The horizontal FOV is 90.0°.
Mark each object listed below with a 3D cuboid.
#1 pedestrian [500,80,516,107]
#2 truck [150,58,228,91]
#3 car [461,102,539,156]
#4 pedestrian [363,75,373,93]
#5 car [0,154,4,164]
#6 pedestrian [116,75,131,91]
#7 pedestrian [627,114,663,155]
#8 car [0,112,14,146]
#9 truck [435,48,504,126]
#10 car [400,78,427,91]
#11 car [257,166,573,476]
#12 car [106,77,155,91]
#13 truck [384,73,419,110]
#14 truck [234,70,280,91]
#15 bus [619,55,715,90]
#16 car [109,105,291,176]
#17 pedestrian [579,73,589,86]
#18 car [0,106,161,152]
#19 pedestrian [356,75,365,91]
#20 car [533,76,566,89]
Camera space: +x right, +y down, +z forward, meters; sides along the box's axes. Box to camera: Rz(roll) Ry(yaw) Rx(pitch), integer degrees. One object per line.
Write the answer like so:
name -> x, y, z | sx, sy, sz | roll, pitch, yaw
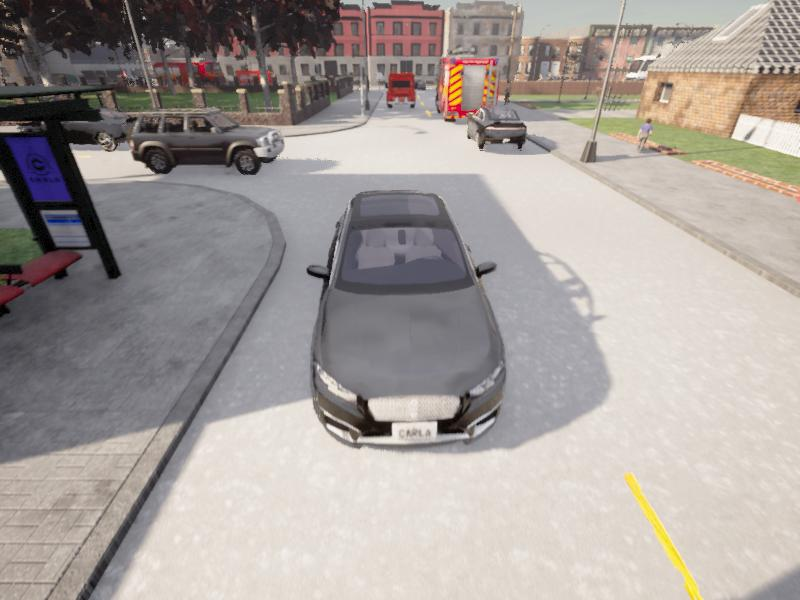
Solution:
pedestrian -> 8.614, -16.484, 31.977 | 0.751, 1.860, 0.751 | -14, 33, -23
truck -> -28.886, -31.085, 55.167 | 8.468, 3.827, 2.891 | 0, 30, 0
car -> 4.060, -7.492, 17.250 | 2.128, 1.511, 4.902 | 0, 30, 0
pedestrian -> -3.819, -25.796, 47.848 | 0.751, 1.860, 0.751 | 25, 38, 35
car -> -16.677, -5.122, 13.222 | 4.892, 1.490, 1.837 | 0, 30, 0
pedestrian -> -35.566, -27.932, 51.479 | 0.751, 1.860, 0.751 | 0, 30, 0
pedestrian -> 9.282, -6.295, 15.164 | 0.751, 1.300, 0.751 | 19, 35, 29
car -> -19.898, -7.289, 16.783 | 4.856, 1.649, 2.033 | -1, 30, -1
truck -> 4.090, -13.844, 25.790 | 2.891, 3.827, 8.468 | 0, 30, 0
car -> 1.820, -30.129, 55.865 | 1.970, 1.475, 3.806 | -18, 35, -28
car -> 0.005, -0.414, 5.185 | 2.128, 1.511, 4.902 | -1, 30, -2
car -> -37.415, -30.149, 55.746 | 5.027, 1.651, 2.152 | 0, 30, 0
truck -> 0.098, -17.431, 33.242 | 2.627, 2.467, 5.204 | 0, 30, 0
truck -> -19.725, -30.489, 55.492 | 5.204, 2.467, 2.627 | 0, 30, 0
bus -> 38.639, -33.162, 58.302 | 10.273, 4.253, 3.944 | 0, 30, 0
car -> -6.239, -5.217, 13.011 | 4.605, 1.855, 1.932 | 1, 30, 3
pedestrian -> 29.238, -35.073, 63.665 | 0.751, 1.860, 0.751 | -5, 31, -9
car -> -13.170, -7.133, 16.633 | 4.902, 1.511, 2.128 | 0, 30, 0
pedestrian -> -5.082, -27.840, 51.331 | 0.751, 1.860, 0.751 | 9, 32, 16
car -> 22.039, -32.118, 59.131 | 3.988, 1.617, 1.851 | 0, 30, 0
